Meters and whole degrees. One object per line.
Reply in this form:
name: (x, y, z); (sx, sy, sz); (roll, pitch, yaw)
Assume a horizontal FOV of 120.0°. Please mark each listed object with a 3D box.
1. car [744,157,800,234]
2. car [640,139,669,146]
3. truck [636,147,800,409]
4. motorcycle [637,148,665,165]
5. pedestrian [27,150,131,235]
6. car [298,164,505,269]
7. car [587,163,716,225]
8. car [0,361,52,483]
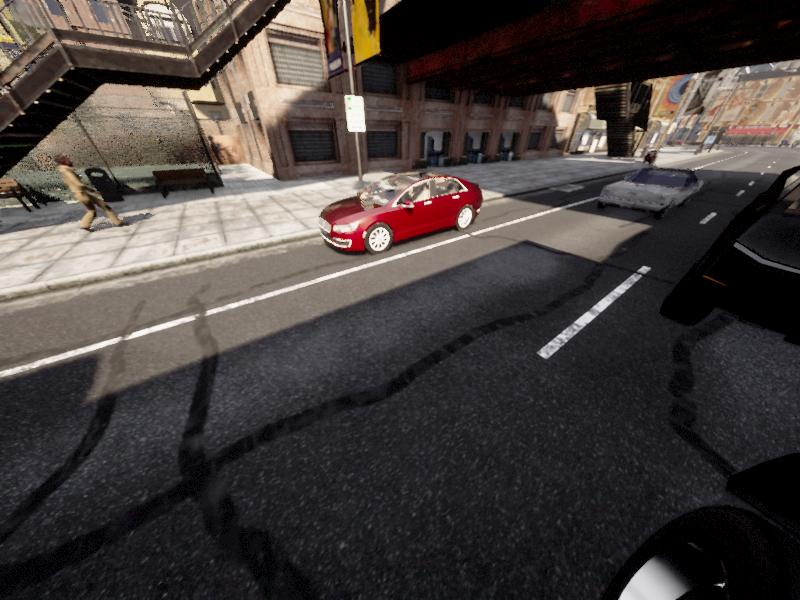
car: (13.366, -3.408, 7.232); (5.238, 1.638, 1.930); (-22, 40, -27)
car: (71.204, -44.193, 64.837); (1.801, 1.575, 5.366); (-6, 36, -8)
truck: (6.546, -0.849, 3.301); (6.274, 2.098, 2.390); (-22, 40, -28)
motorcycle: (22.662, -13.034, 20.922); (0.856, 1.236, 1.805); (15, 38, 20)
pedestrian: (-8.223, -2.793, 6.044); (0.751, 1.860, 0.751); (27, 44, 34)
car: (0.215, -2.626, 6.326); (4.892, 1.521, 2.231); (-22, 41, -28)
car: (9.339, -4.099, 8.550); (4.718, 1.301, 1.895); (-22, 40, -28)
car: (-5.391, 1.824, 0.165); (5.357, 1.411, 2.033); (-22, 41, -28)
